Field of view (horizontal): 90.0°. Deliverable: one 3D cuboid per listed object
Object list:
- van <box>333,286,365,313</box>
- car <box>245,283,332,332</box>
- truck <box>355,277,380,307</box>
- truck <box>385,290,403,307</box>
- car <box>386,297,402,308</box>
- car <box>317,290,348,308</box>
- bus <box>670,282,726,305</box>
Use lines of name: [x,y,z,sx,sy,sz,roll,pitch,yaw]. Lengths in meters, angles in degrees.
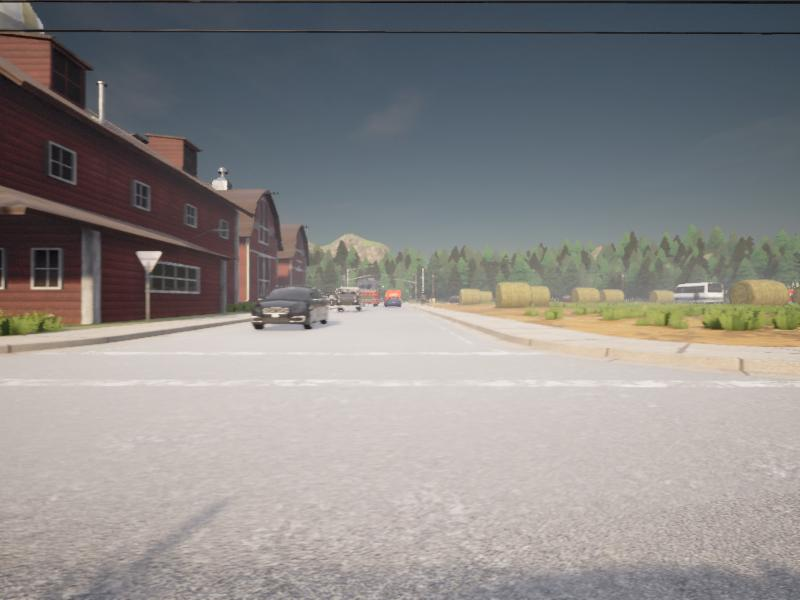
van: [-4.013,-0.055,32.150,2.069,2.038,4.480,0,0,-2]
car: [-3.772,0.219,14.480,1.837,1.490,4.892,0,0,-1]
truck: [-4.342,-0.995,55.790,2.891,3.827,8.468,1,0,-1]
truck: [-0.934,-0.272,60.844,2.627,2.467,5.204,0,0,-1]
car: [-0.778,0.273,50.346,1.994,1.385,4.181,0,0,-1]
car: [-8.442,-0.136,49.926,1.905,1.878,3.866,8,-4,-43]
bus: [59.291,-1.199,80.125,3.944,4.253,10.273,0,0,3]
